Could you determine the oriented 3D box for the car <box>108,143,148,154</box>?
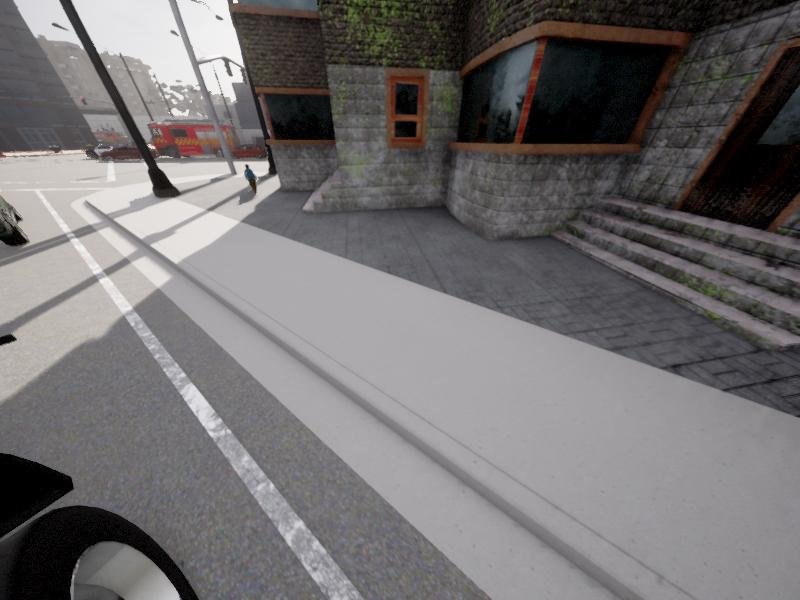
[{"bbox_3d":[-43.565,-24.418,37.186,1.994,1.385,4.181,-6,36,-8],"label":"car"}]

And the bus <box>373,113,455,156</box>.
[{"bbox_3d":[1.748,-22.669,31.730,10.273,4.253,3.944,-7,36,-7],"label":"bus"}]

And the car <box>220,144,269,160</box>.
[{"bbox_3d":[-18.077,-17.345,27.083,4.193,1.474,1.816,-6,36,-8],"label":"car"}]

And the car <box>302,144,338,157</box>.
[{"bbox_3d":[-10.685,-20.129,31.038,4.181,1.385,1.994,-7,36,-8],"label":"car"}]

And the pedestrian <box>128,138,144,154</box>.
[{"bbox_3d":[-38.393,-22.386,33.601,0.751,1.860,0.751,-28,44,-34],"label":"pedestrian"}]

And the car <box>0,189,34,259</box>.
[{"bbox_3d":[-11.586,-2.403,5.494,5.566,2.045,2.150,22,41,28],"label":"car"}]

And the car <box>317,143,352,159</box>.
[{"bbox_3d":[-7.979,-18.422,28.467,3.806,1.475,1.970,-6,35,-8],"label":"car"}]

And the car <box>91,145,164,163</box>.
[{"bbox_3d":[-29.317,-15.887,25.070,4.674,1.442,1.812,-11,36,-15],"label":"car"}]

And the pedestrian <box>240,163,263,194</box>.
[{"bbox_3d":[-6.390,-5.220,9.948,0.500,1.100,0.500,-17,39,-23],"label":"pedestrian"}]

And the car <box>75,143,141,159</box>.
[{"bbox_3d":[-35.380,-18.118,28.138,4.974,1.542,2.038,1,35,1],"label":"car"}]

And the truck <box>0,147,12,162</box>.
[{"bbox_3d":[-46.353,-15.491,22.402,8.468,3.827,2.891,-6,36,-8],"label":"truck"}]

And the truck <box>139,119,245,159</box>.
[{"bbox_3d":[-24.856,-19.671,28.362,8.468,3.827,2.891,-6,36,-8],"label":"truck"}]
